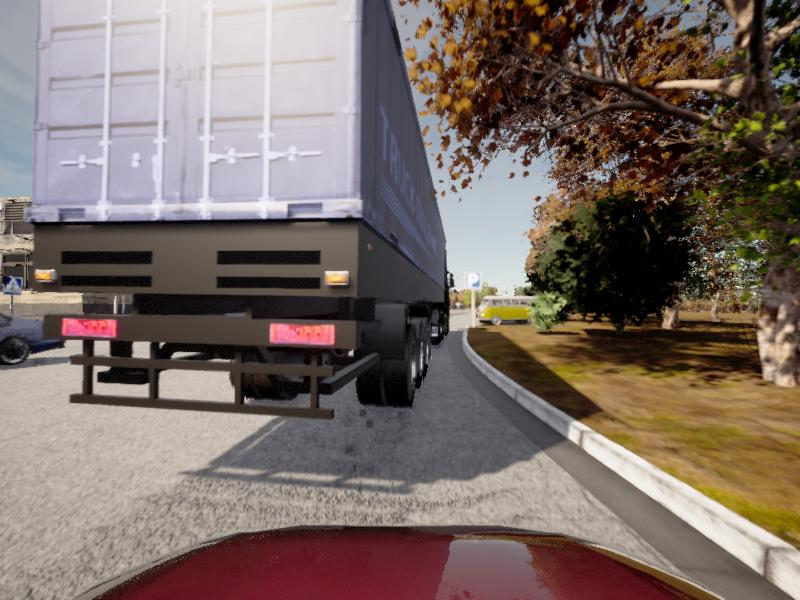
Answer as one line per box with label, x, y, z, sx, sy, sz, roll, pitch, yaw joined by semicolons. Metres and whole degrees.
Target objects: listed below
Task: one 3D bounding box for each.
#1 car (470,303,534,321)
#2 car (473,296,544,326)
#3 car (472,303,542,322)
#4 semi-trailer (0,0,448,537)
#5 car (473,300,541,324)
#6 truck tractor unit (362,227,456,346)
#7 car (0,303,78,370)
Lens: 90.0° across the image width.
car;9.269;1.065;36.608;5.366;1.575;1.946;0;0;-7
car;7.515;0.739;27.926;4.442;1.987;1.878;0;0;-8
car;9.010;1.030;33.768;5.366;1.575;1.946;0;-1;-8
semi-trailer;-0.450;-0.645;9.734;2.717;4.402;14.254;1;-1;9
car;8.185;0.874;30.843;4.553;1.767;2.185;0;-1;-8
truck tractor unit;0.737;-0.434;17.549;3.053;4.208;6.516;-1;-1;10
car;-9.681;0.762;7.760;2.033;1.411;5.357;1;-1;9
